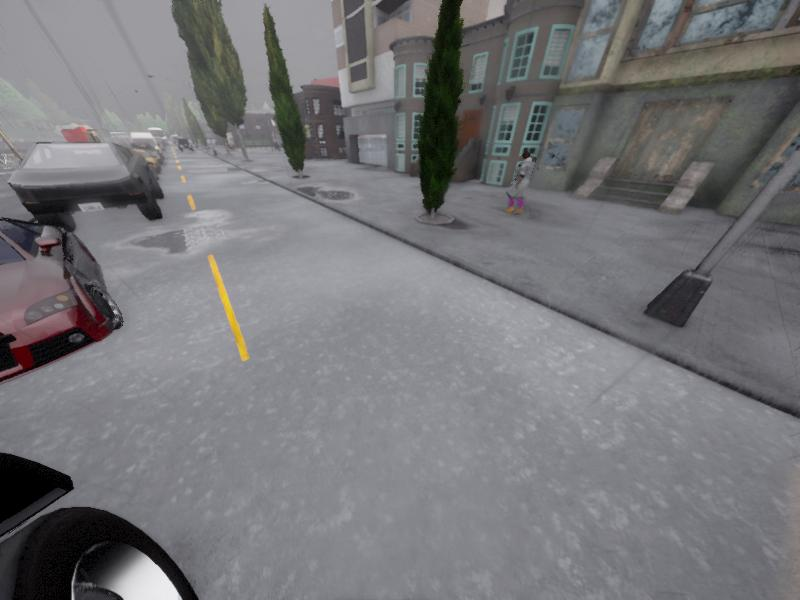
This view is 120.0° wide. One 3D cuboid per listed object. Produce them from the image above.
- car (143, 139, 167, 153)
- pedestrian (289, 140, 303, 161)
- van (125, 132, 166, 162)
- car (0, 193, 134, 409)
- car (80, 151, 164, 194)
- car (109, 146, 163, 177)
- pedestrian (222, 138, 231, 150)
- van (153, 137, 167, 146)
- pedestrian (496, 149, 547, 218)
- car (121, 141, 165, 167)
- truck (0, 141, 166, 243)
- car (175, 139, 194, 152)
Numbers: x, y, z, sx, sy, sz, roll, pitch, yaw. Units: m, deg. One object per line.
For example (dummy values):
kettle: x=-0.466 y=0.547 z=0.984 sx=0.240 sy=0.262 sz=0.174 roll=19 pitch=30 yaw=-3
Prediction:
car: x=-40.924 y=-25.767 z=38.646 sx=2.097 sy=1.767 sz=4.553 roll=-25 pitch=42 yaw=-31
pedestrian: x=-11.228 y=-16.200 z=25.049 sx=0.751 sy=1.860 sz=0.751 roll=-28 pitch=44 yaw=-34
van: x=-28.992 y=-17.631 z=26.529 sx=1.988 sy=2.561 sz=5.915 roll=-25 pitch=42 yaw=-31
car: x=-5.653 y=-0.237 z=3.041 sx=4.181 sy=1.385 sz=1.994 roll=26 pitch=43 yaw=32
car: x=-14.800 y=-7.173 z=12.678 sx=2.128 sy=1.511 sz=4.902 roll=-25 pitch=42 yaw=-31
car: x=-19.226 y=-10.334 z=17.073 sx=1.801 sy=1.575 sz=5.366 roll=-25 pitch=42 yaw=-31
pedestrian: x=-34.295 y=-30.857 z=45.684 sx=0.751 sy=1.860 sz=0.751 roll=-29 pitch=44 yaw=-35
van: x=-65.569 y=-43.283 z=63.160 sx=1.775 sy=1.987 sz=4.442 roll=-25 pitch=42 yaw=-31
pedestrian: x=3.904 y=-3.780 z=7.520 sx=0.751 sy=1.860 sz=0.751 roll=-26 pitch=43 yaw=-32
car: x=-24.218 y=-13.987 z=21.965 sx=1.932 sy=1.855 sz=4.605 roll=-25 pitch=42 yaw=-31
truck: x=-10.195 y=-4.156 z=7.919 sx=2.390 sy=2.098 sz=6.274 roll=-25 pitch=42 yaw=-31
car: x=-39.807 y=-28.645 z=42.677 sx=1.905 sy=1.878 sz=3.866 roll=-25 pitch=42 yaw=-31
